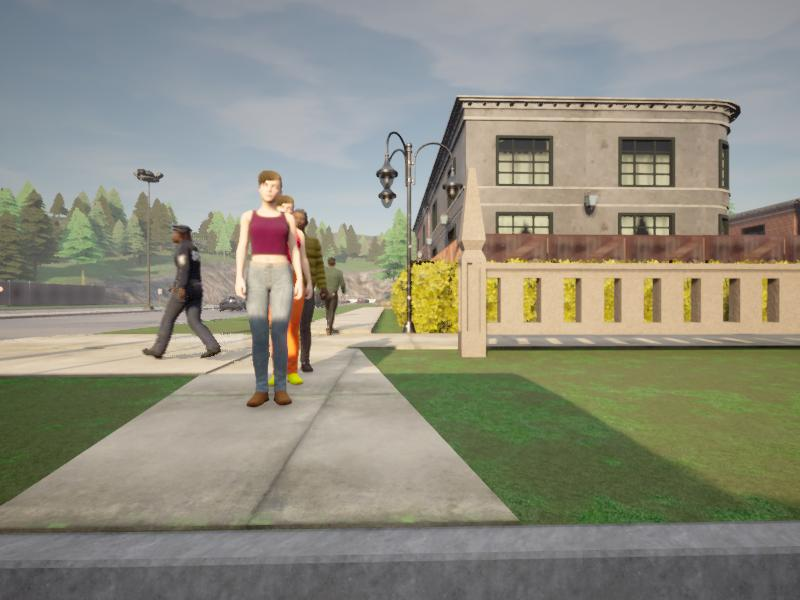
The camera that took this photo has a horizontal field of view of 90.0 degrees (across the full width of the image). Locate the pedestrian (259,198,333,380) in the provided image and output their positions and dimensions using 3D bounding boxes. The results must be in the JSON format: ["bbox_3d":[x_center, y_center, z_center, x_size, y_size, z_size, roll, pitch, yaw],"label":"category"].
[{"bbox_3d":[-1.149,-0.115,4.535,0.751,1.860,0.751,0,0,-11],"label":"pedestrian"}]

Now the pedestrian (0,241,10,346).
[{"bbox_3d":[-7.370,-0.115,6.860,0.751,1.860,0.751,0,0,-21],"label":"pedestrian"}]

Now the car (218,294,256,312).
[{"bbox_3d":[-14.495,0.253,35.783,1.970,1.475,3.806,0,0,-3],"label":"car"}]

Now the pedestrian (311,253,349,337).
[{"bbox_3d":[-1.607,-0.115,9.296,0.751,1.860,0.751,0,0,0],"label":"pedestrian"}]

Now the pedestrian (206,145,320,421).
[{"bbox_3d":[-1.020,-0.115,3.149,0.751,1.860,0.751,0,0,-12],"label":"pedestrian"}]

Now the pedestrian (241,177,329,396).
[{"bbox_3d":[-1.112,-0.115,3.876,0.751,1.860,0.751,0,0,-18],"label":"pedestrian"}]

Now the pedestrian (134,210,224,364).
[{"bbox_3d":[-2.860,-0.156,5.245,0.751,1.860,0.751,0,0,5],"label":"pedestrian"}]
